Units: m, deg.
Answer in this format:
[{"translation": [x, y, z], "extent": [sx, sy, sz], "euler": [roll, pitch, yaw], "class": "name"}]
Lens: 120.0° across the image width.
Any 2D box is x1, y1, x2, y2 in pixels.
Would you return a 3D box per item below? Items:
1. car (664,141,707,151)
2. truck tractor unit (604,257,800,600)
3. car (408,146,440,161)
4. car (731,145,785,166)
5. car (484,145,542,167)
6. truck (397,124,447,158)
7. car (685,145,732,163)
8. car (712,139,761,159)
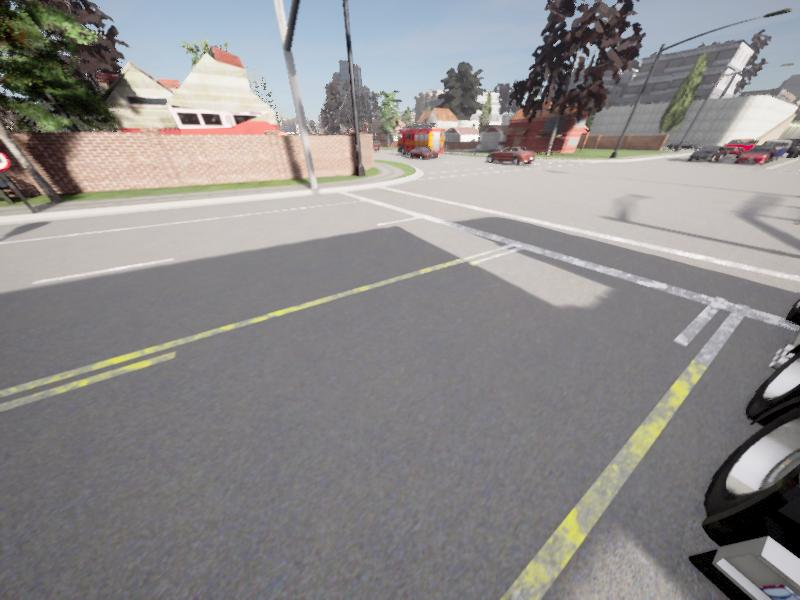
[{"translation": [57.003, -30.855, 46.221], "extent": [2.128, 1.511, 4.902], "euler": [-20, 40, -25], "class": "car"}, {"translation": [5.093, -0.320, 0.799], "extent": [6.516, 4.208, 3.053], "euler": [-19, 39, -25], "class": "truck tractor unit"}, {"translation": [3.045, -19.442, 30.608], "extent": [1.994, 1.385, 4.181], "euler": [-20, 40, -26], "class": "car"}, {"translation": [36.217, -14.657, 23.375], "extent": [4.514, 1.525, 2.007], "euler": [-19, 39, -25], "class": "car"}, {"translation": [11.767, -15.373, 24.538], "extent": [2.152, 1.651, 5.027], "euler": [-19, 39, -24], "class": "car"}, {"translation": [2.992, -24.218, 35.257], "extent": [2.891, 3.827, 8.468], "euler": [-20, 39, -25], "class": "truck"}, {"translation": [34.618, -16.435, 25.944], "extent": [4.892, 1.490, 1.837], "euler": [-19, 39, -25], "class": "car"}, {"translation": [44.188, -19.937, 30.359], "extent": [5.566, 2.045, 2.150], "euler": [-19, 39, -24], "class": "car"}]
